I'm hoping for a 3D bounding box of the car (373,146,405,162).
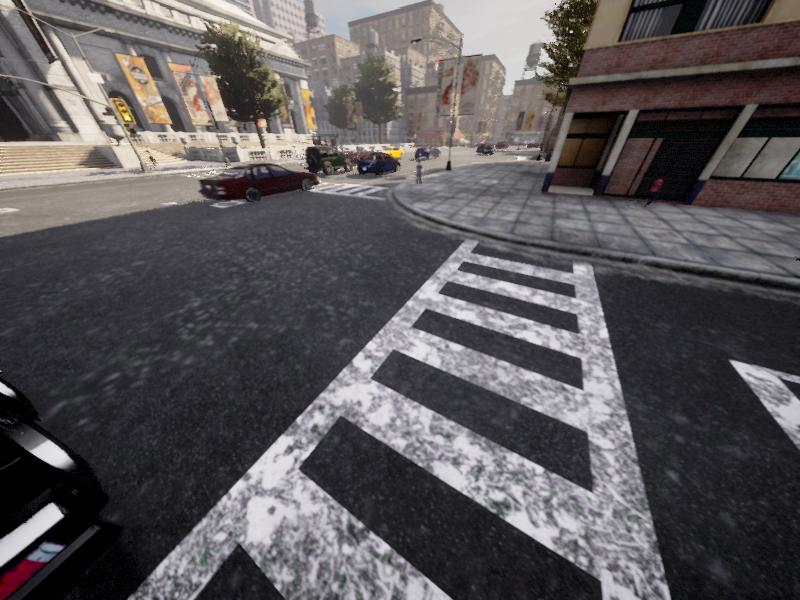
[{"bbox_3d":[-1.316,-19.311,30.402,1.882,1.535,5.008,17,38,23],"label":"car"}]

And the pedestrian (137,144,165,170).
[{"bbox_3d":[-21.730,-12.501,20.196,0.751,1.860,0.751,12,37,17],"label":"pedestrian"}]

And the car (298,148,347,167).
[{"bbox_3d":[-8.438,-16.009,25.740,2.128,1.511,4.902,18,39,24],"label":"car"}]

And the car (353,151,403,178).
[{"bbox_3d":[-1.577,-10.719,18.118,1.816,1.474,4.193,17,38,23],"label":"car"}]

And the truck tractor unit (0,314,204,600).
[{"bbox_3d":[-5.187,-0.217,0.651,6.516,4.208,3.053,15,38,20],"label":"truck tractor unit"}]

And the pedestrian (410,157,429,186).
[{"bbox_3d":[1.066,-7.015,12.621,0.751,1.300,0.751,14,37,20],"label":"pedestrian"}]

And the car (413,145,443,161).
[{"bbox_3d":[3.881,-20.405,31.857,2.152,1.651,5.027,18,39,24],"label":"car"}]

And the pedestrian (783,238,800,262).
[{"bbox_3d":[8.555,-1.472,4.108,0.751,1.860,0.751,15,38,20],"label":"pedestrian"}]

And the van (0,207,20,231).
[{"bbox_3d":[-14.543,-2.151,4.990,1.988,2.561,5.915,18,39,24],"label":"van"}]

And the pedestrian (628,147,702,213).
[{"bbox_3d":[8.799,-4.039,7.792,0.751,1.860,0.751,15,38,21],"label":"pedestrian"}]

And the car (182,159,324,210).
[{"bbox_3d":[-6.493,-5.766,11.115,2.033,1.411,5.357,18,39,24],"label":"car"}]

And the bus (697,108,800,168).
[{"bbox_3d":[36.385,-14.541,20.872,10.273,4.253,3.944,17,39,24],"label":"bus"}]

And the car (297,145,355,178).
[{"bbox_3d":[-5.612,-10.913,18.067,1.905,1.878,3.866,18,39,24],"label":"car"}]

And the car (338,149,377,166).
[{"bbox_3d":[-4.557,-15.836,25.586,1.994,1.385,4.181,17,39,23],"label":"car"}]
